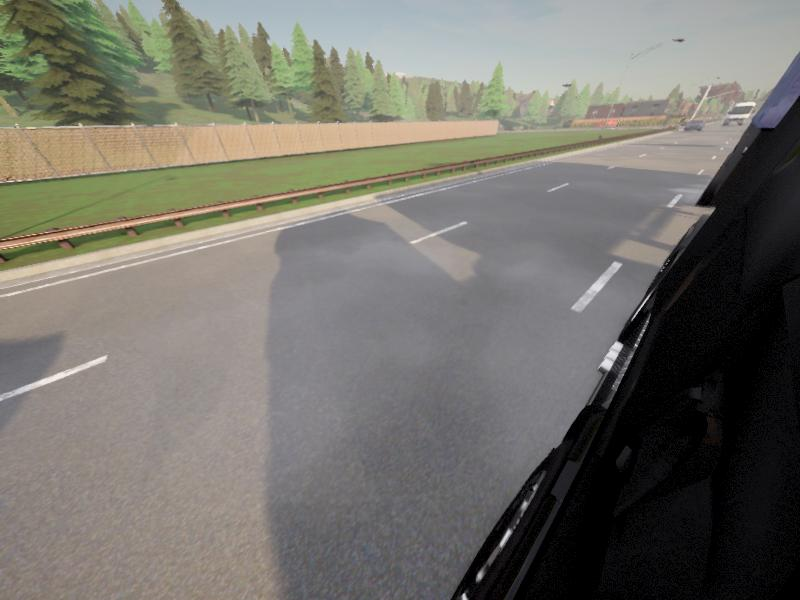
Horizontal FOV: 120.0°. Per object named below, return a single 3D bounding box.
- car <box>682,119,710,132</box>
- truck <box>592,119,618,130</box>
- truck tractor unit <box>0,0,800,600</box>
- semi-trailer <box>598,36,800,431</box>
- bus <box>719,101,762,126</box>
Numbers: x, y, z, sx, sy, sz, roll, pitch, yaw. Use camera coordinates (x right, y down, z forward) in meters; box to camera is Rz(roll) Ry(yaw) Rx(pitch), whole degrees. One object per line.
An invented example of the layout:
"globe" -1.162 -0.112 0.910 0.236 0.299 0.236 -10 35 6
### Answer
"car" 51.998 -30.698 40.609 4.553 1.767 2.097 -28 43 -30
"truck" 65.133 -55.887 73.463 2.627 2.467 5.204 -27 43 -29
"truck tractor unit" 2.645 -0.295 0.351 6.516 4.208 3.053 -28 44 -30
"semi-trailer" 8.700 -3.576 4.265 14.254 4.402 2.717 -28 43 -30
"bus" 82.428 -44.944 55.974 10.273 4.253 3.944 -27 43 -30
